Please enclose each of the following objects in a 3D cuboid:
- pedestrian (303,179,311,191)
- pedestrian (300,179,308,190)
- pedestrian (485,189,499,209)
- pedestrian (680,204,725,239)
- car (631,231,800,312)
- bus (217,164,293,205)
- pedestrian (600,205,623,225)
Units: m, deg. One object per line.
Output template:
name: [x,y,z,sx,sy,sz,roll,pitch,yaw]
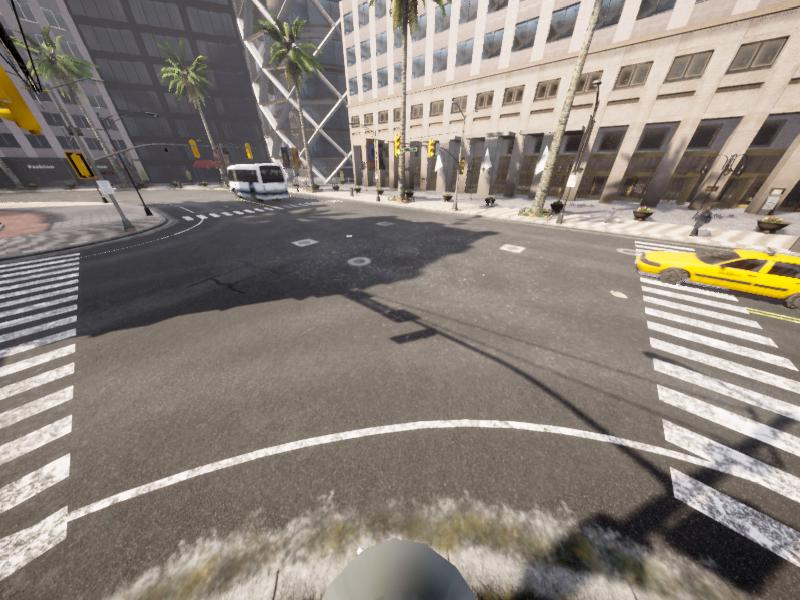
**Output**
pedestrian: [-16.802,-20.766,41.760,0.751,1.860,0.751,5,30,9]
pedestrian: [-18.139,-21.865,43.663,0.751,1.860,0.751,13,33,22]
pedestrian: [9.486,-10.425,23.849,0.751,1.860,0.751,22,37,33]
pedestrian: [18.281,-4.748,14.017,0.751,1.860,0.751,-6,31,-10]
car: [12.252,-1.078,8.292,5.366,1.575,1.801,23,37,34]
bus: [-19.281,-15.550,30.681,10.273,4.253,3.944,21,36,32]
pedestrian: [15.961,-6.422,17.475,0.751,1.300,0.751,14,33,23]
